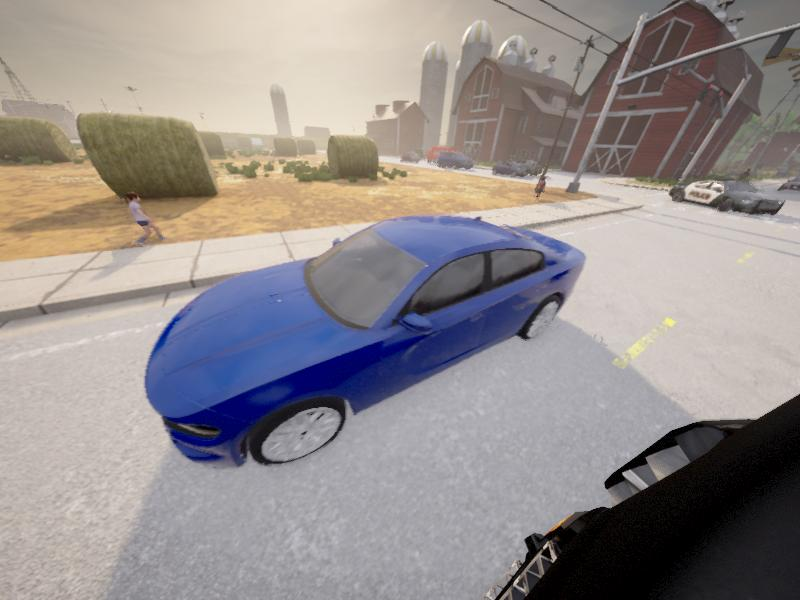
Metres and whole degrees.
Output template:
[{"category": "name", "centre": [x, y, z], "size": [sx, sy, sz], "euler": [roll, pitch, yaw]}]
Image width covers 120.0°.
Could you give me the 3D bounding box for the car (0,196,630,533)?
[{"category": "car", "centre": [0.223, -0.181, 2.883], "size": [5.008, 1.535, 1.882], "euler": [-16, 38, -26]}]

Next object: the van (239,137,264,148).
[{"category": "van", "centre": [-46.538, -49.413, 72.530], "size": [5.915, 2.561, 1.988], "euler": [-16, 38, -26]}]

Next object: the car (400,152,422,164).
[{"category": "car", "centre": [1.730, -23.776, 38.600], "size": [1.789, 1.549, 3.705], "euler": [-17, 38, -27]}]

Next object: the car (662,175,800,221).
[{"category": "car", "centre": [18.425, -5.983, 13.123], "size": [2.038, 1.542, 4.974], "euler": [7, 33, 9]}]

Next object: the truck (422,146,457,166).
[{"category": "truck", "centre": [6.348, -23.534, 37.796], "size": [2.627, 2.467, 5.204], "euler": [-17, 39, -27]}]

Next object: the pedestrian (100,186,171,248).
[{"category": "pedestrian", "centre": [-5.480, -1.735, 4.836], "size": [0.500, 1.100, 0.500], "euler": [23, 38, 27]}]

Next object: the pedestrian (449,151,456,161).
[{"category": "pedestrian", "centre": [11.292, -30.956, 49.650], "size": [0.751, 1.860, 0.751], "euler": [-18, 39, -28]}]

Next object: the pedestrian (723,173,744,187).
[{"category": "pedestrian", "centre": [37.492, -13.526, 25.991], "size": [0.751, 1.300, 0.751], "euler": [-17, 38, -28]}]

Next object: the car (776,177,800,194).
[{"category": "car", "centre": [44.296, -12.757, 25.642], "size": [4.181, 1.385, 1.994], "euler": [-16, 38, -26]}]

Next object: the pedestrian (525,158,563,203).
[{"category": "pedestrian", "centre": [7.017, -5.840, 11.358], "size": [0.751, 1.860, 0.751], "euler": [-17, 38, -27]}]

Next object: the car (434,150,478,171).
[{"category": "car", "centre": [7.343, -18.724, 30.977], "size": [2.150, 2.045, 5.566], "euler": [-17, 39, -27]}]

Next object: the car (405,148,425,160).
[{"category": "car", "centre": [3.165, -30.814, 48.767], "size": [3.866, 1.878, 1.905], "euler": [10, 40, 13]}]

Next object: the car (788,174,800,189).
[{"category": "car", "centre": [54.514, -15.800, 30.829], "size": [5.238, 1.638, 1.930], "euler": [-16, 38, -26]}]

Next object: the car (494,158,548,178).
[{"category": "car", "centre": [14.192, -15.802, 27.476], "size": [2.152, 1.651, 5.027], "euler": [-17, 38, -27]}]

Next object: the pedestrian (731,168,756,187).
[{"category": "pedestrian", "centre": [38.290, -13.687, 25.791], "size": [0.751, 1.860, 0.751], "euler": [-23, 41, -34]}]

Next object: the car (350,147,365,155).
[{"category": "car", "centre": [-11.273, -39.706, 61.619], "size": [2.038, 1.542, 4.974], "euler": [-17, 38, -27]}]

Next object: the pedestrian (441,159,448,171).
[{"category": "pedestrian", "centre": [5.072, -15.423, 26.344], "size": [0.500, 1.100, 0.500], "euler": [30, 42, 34]}]

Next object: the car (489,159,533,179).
[{"category": "car", "centre": [11.924, -14.185, 24.955], "size": [1.845, 1.501, 3.633], "euler": [-17, 38, -27]}]

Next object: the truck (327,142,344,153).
[{"category": "truck", "centre": [-18.186, -42.900, 65.050], "size": [2.627, 2.467, 5.204], "euler": [-17, 38, -27]}]

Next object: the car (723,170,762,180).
[{"category": "car", "centre": [70.200, -25.802, 47.473], "size": [1.994, 1.385, 4.181], "euler": [-17, 39, -28]}]
